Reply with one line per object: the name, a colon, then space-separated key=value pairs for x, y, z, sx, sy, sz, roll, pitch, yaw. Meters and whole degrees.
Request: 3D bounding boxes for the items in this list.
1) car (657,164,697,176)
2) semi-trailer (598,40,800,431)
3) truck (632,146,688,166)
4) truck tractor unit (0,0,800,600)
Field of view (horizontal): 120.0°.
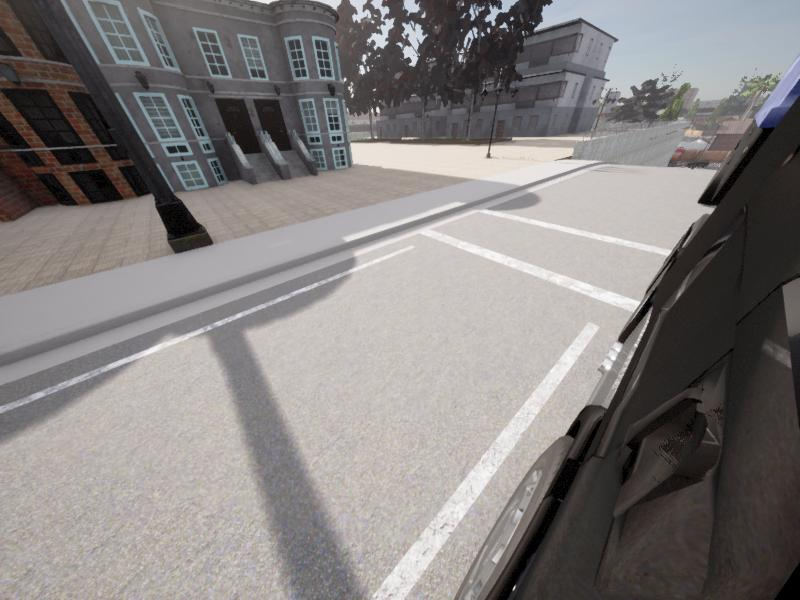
car: x=58.155 y=-27.361 z=48.599 sx=1.882 sy=1.535 sz=5.008 roll=-28 pitch=44 yaw=-30
semi-trailer: x=8.698 y=-3.606 z=4.226 sx=14.254 sy=4.402 sz=2.717 roll=-28 pitch=44 yaw=-30
truck: x=65.942 y=-36.896 z=58.936 sx=2.891 sy=3.827 sz=8.468 roll=-28 pitch=44 yaw=-30
truck tractor unit: x=2.645 y=-0.295 z=0.352 sx=6.516 sy=4.208 sz=3.053 roll=-28 pitch=44 yaw=-30
